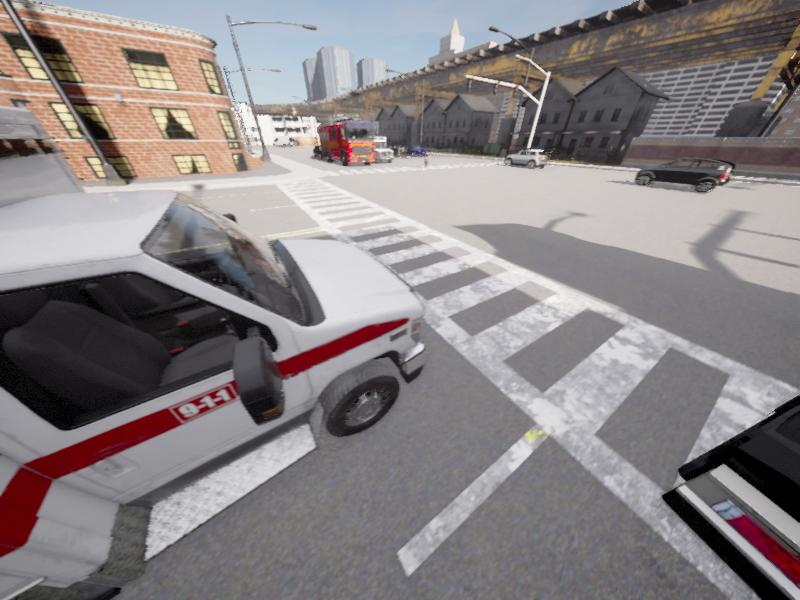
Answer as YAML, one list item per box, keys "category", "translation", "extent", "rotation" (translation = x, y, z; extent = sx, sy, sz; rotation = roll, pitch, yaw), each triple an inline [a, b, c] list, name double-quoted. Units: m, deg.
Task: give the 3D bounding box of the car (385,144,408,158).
- category: "car"
  translation: [-0.546, -22.117, 34.237]
  extent: [1.789, 1.549, 3.705]
  rotation: [-20, 40, -26]

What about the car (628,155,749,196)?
- category: "car"
  translation: [15.890, -7.138, 13.017]
  extent: [1.789, 1.549, 3.705]
  rotation: [-20, 40, -26]

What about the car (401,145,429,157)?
- category: "car"
  translation: [2.242, -23.281, 36.030]
  extent: [1.812, 1.442, 4.674]
  rotation: [-20, 40, -26]

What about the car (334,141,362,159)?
- category: "car"
  translation: [-7.247, -20.853, 32.067]
  extent: [1.932, 1.855, 4.605]
  rotation: [-20, 40, -26]

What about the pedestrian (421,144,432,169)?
- category: "pedestrian"
  translation: [2.367, -12.726, 20.537]
  extent: [0.751, 1.860, 0.751]
  rotation: [5, 35, 7]

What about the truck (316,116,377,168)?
- category: "truck"
  translation: [-5.721, -16.510, 24.180]
  extent: [2.891, 3.827, 8.468]
  rotation: [-20, 40, -26]

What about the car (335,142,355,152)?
- category: "car"
  translation: [-11.807, -32.810, 49.442]
  extent: [1.837, 1.490, 4.892]
  rotation: [-24, 42, -30]

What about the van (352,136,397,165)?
- category: "van"
  translation: [-3.014, -17.279, 26.530]
  extent: [2.351, 2.431, 6.366]
  rotation: [-19, 40, -26]

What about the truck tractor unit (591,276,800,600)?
- category: "truck tractor unit"
  translation: [5.264, -0.106, 0.509]
  extent: [6.516, 4.208, 3.053]
  rotation: [-11, 37, -16]

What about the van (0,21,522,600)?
- category: "van"
  translation: [-2.793, 0.540, 1.062]
  extent: [6.366, 2.431, 2.351]
  rotation: [-20, 40, -27]

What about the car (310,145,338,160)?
- category: "car"
  translation: [-10.037, -19.485, 30.414]
  extent: [1.837, 1.490, 4.892]
  rotation: [-20, 40, -26]

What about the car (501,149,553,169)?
- category: "car"
  translation: [12.438, -13.999, 22.853]
  extent: [1.970, 1.475, 3.806]
  rotation: [-20, 40, -26]
